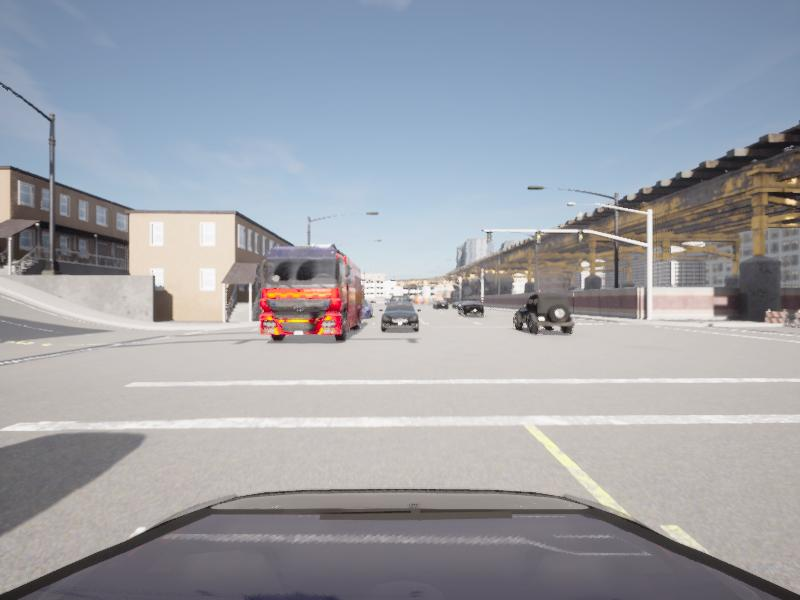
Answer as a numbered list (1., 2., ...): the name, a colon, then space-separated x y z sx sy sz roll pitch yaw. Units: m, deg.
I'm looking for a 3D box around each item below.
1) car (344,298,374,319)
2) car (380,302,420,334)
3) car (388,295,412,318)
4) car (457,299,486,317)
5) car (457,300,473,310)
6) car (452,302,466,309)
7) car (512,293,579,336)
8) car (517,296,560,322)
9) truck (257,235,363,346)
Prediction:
1. car: -3.498 0.695 34.721 2.097 1.767 4.553 0 0 0
2. car: 0.003 0.845 21.120 1.837 1.490 4.892 0 0 0
3. car: 0.003 0.569 37.746 2.150 2.045 5.566 0 0 0
4. car: 7.004 0.772 39.861 1.930 1.638 5.238 0 0 0
5. car: 10.507 0.824 64.909 1.882 1.535 5.008 0 0 0
6. car: 10.507 0.946 71.642 1.895 1.301 4.718 0 0 0
7. car: 7.004 0.646 19.678 1.905 1.878 3.866 0 0 0
8. car: 10.505 0.647 30.590 1.905 1.878 3.866 0 0 0
9. truck: -3.506 -0.316 18.052 2.891 3.827 8.468 0 0 0
